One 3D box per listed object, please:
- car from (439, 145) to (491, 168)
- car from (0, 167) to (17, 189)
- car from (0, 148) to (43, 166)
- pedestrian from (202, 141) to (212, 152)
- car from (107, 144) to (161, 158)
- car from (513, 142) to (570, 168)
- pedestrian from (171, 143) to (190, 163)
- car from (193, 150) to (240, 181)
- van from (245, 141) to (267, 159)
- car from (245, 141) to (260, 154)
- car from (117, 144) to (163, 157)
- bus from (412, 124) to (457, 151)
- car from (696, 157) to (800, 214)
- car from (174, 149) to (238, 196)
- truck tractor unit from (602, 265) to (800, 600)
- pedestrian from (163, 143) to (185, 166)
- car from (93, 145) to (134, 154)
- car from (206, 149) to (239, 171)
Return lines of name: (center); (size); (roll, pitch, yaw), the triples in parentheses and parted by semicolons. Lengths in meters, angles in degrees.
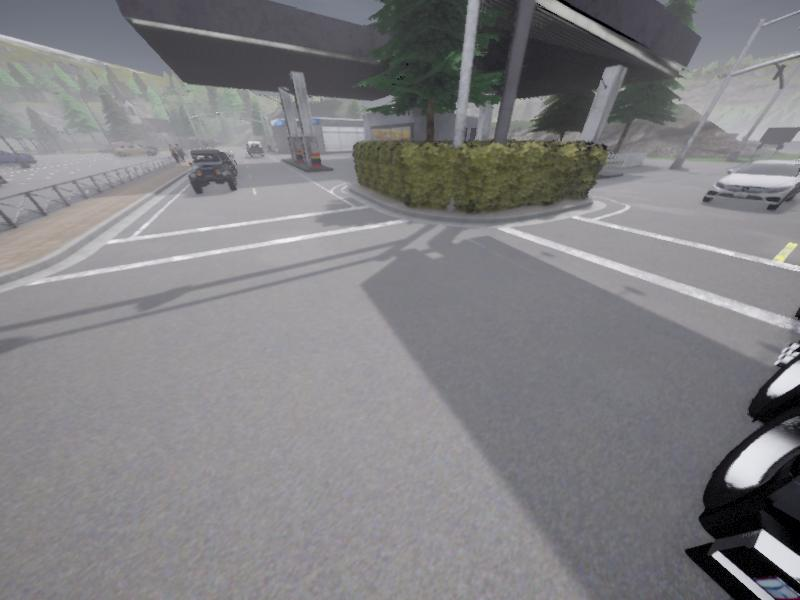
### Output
car: (6.313, -14.341, 22.999); (2.242, 1.667, 4.611); (-19, 39, -24)
car: (-24.535, -6.517, 12.183); (3.806, 1.475, 1.970); (-19, 39, -24)
car: (-42.435, -15.397, 24.939); (3.633, 1.501, 1.845); (-19, 39, -24)
pedestrian: (-38.806, -30.883, 46.483); (0.751, 1.860, 0.751); (-19, 39, -24)
car: (-41.715, -23.530, 36.452); (5.027, 1.636, 2.152); (-19, 39, -24)
car: (13.384, -13.994, 22.113); (1.905, 1.878, 3.866); (-19, 39, -24)
pedestrian: (-24.433, -16.377, 25.748); (0.751, 1.860, 0.751); (-19, 39, -25)
car: (-13.717, -10.363, 17.589); (2.033, 1.649, 4.856); (-19, 39, -24)
van: (-21.657, -22.600, 34.662); (2.069, 2.038, 4.480); (-19, 39, -24)
car: (-28.041, -28.965, 43.889); (1.905, 1.878, 3.866); (-19, 39, -24)
car: (-43.329, -25.064, 38.662); (4.514, 1.523, 2.007); (-19, 39, -24)
bus: (6.952, -34.599, 49.296); (3.944, 4.253, 10.273); (-18, 39, -23)
car: (14.241, -4.654, 9.087); (4.674, 1.442, 1.812); (-18, 38, -24)
car: (-10.525, -7.256, 12.919); (1.905, 1.878, 3.866); (-19, 39, -24)
truck tractor unit: (5.098, -0.320, 0.760); (6.516, 4.208, 3.053); (-19, 39, -24)
pedestrian: (-22.608, -14.571, 23.167); (0.751, 1.860, 0.751); (-18, 39, -23)
car: (-59.319, -31.228, 47.914); (4.792, 1.488, 2.163); (-19, 39, -24)
car: (-16.847, -13.450, 22.134); (1.970, 1.475, 3.806); (-19, 39, -24)
